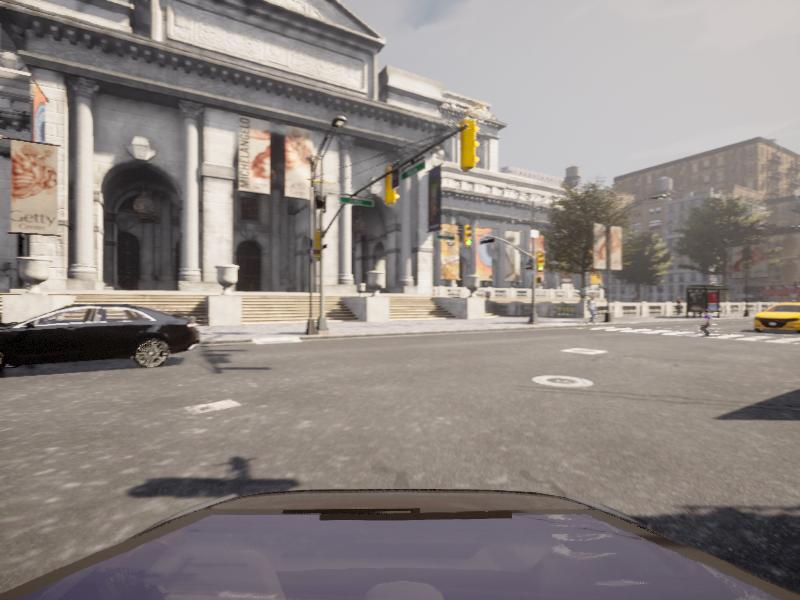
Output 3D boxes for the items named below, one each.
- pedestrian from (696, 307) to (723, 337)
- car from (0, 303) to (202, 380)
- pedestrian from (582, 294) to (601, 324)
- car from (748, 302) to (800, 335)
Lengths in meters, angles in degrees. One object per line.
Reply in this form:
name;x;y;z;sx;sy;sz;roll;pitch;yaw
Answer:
pedestrian;13.859;0.970;17.930;0.751;1.300;0.751;0;0;-32
car;-7.449;0.837;9.429;4.902;1.511;2.128;0;0;-29
pedestrian;11.985;0.544;25.053;0.751;1.860;0.751;0;0;-21
car;20.448;0.892;20.829;5.008;1.535;1.882;0;0;-29
